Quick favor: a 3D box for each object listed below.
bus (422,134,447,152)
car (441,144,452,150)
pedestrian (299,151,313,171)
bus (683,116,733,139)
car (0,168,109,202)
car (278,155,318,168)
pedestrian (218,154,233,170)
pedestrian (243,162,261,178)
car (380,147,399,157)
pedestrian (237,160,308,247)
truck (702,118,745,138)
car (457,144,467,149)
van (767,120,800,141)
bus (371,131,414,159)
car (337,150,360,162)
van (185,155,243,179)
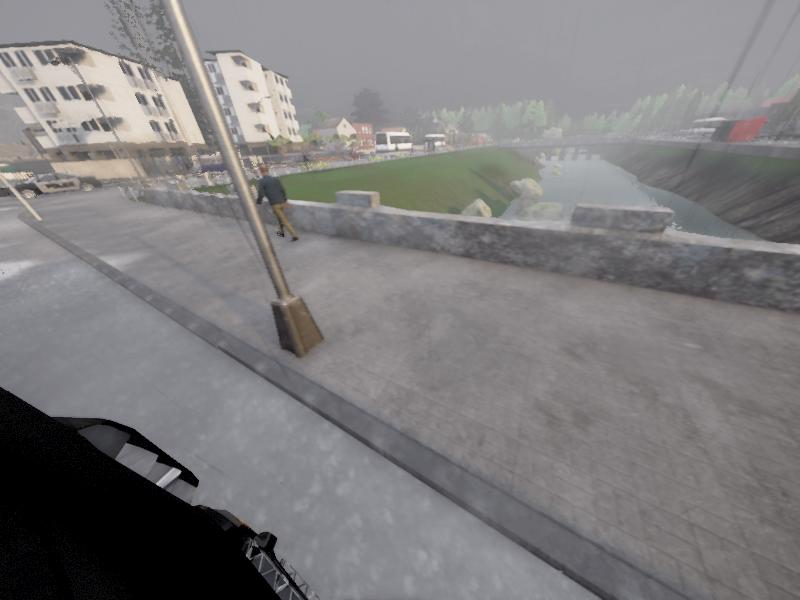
[{"bbox_3d":[10.696,-48.556,71.320,3.944,4.253,10.273,16,38,26],"label":"bus"},{"bbox_3d":[15.905,-52.733,79.548,1.801,1.575,5.366,16,38,26],"label":"car"},{"bbox_3d":[-10.780,-15.904,26.450,0.751,1.860,0.751,18,39,28],"label":"pedestrian"},{"bbox_3d":[80.276,-45.056,60.684,3.944,4.253,10.273,16,38,26],"label":"bus"},{"bbox_3d":[-27.332,-9.098,18.066,1.930,1.638,5.238,13,37,22],"label":"car"},{"bbox_3d":[-15.467,-21.185,35.303,2.033,1.411,5.357,16,38,26],"label":"car"},{"bbox_3d":[-24.438,-19.298,32.348,0.751,1.860,0.751,16,38,26],"label":"pedestrian"},{"bbox_3d":[-14.050,-12.356,21.942,0.751,1.300,0.751,17,39,27],"label":"pedestrian"},{"bbox_3d":[-2.305,-34.501,53.819,1.930,1.638,5.238,16,38,26],"label":"car"},{"bbox_3d":[-3.103,-2.406,5.812,0.751,1.860,0.751,16,38,26],"label":"pedestrian"},{"bbox_3d":[84.979,-45.254,60.993,2.891,3.827,8.468,16,38,26],"label":"truck"},{"bbox_3d":[21.795,-54.113,81.272,1.994,1.385,4.181,16,38,26],"label":"car"},{"bbox_3d":[62.965,-27.076,36.851,1.988,2.561,5.915,16,38,26],"label":"van"},{"bbox_3d":[-1.133,-32.485,48.397,3.944,4.253,10.273,16,38,26],"label":"bus"},{"bbox_3d":[-9.626,-27.141,43.496,1.851,1.617,3.988,16,38,26],"label":"car"},{"bbox_3d":[-21.378,-15.509,26.809,1.775,1.987,4.442,16,38,26],"label":"van"}]
